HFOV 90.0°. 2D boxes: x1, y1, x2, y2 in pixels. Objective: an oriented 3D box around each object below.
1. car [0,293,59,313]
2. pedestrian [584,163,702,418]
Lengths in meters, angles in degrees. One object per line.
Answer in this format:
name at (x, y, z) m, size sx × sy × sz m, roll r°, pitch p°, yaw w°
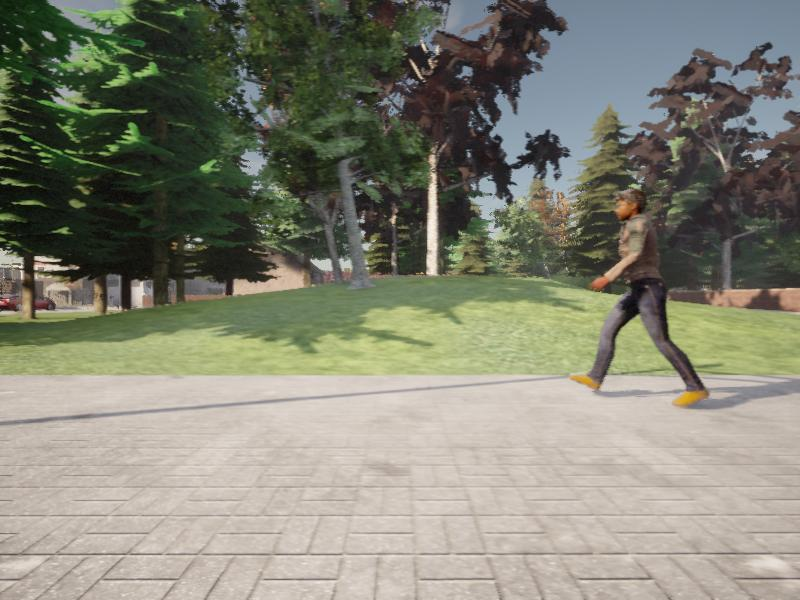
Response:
car at (-30.991, 0.246, 33.013) m, size 2.007 × 1.525 × 4.514 m, roll 0°, pitch 0°, yaw -2°
pedestrian at (2.003, -0.068, 3.412) m, size 0.751 × 1.860 × 0.751 m, roll 0°, pitch 0°, yaw 23°
